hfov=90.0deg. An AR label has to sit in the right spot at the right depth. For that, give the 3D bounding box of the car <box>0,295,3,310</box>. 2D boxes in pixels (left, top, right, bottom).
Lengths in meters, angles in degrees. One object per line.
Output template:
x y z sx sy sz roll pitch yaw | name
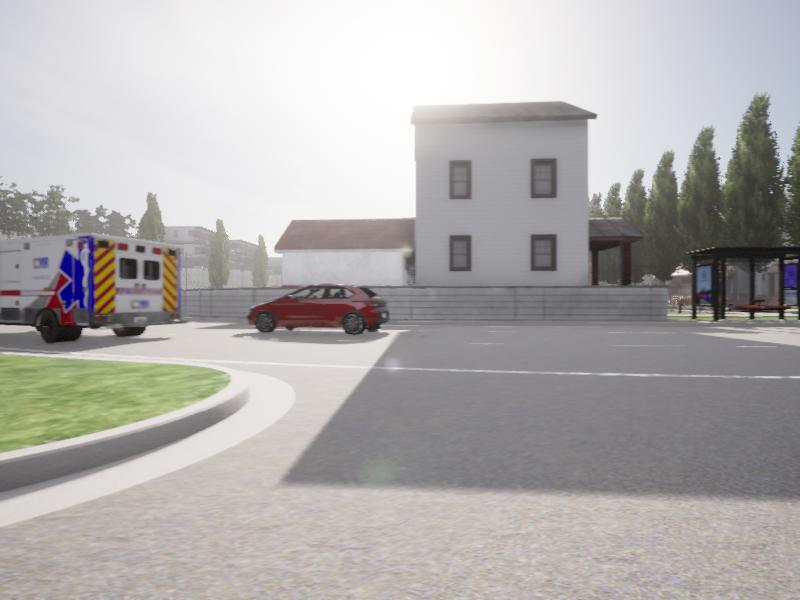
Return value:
-39.047 0.255 35.843 1.812 1.442 4.674 0 0 11 | car

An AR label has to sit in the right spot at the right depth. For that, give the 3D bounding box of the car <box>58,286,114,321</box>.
-16.553 0.163 20.955 1.930 1.638 5.238 0 0 -42 | car

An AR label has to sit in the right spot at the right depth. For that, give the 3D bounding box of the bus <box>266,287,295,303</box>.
-32.489 -1.300 109.286 3.944 4.253 10.273 0 0 5 | bus

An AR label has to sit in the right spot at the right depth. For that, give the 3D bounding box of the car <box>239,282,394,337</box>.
-2.457 0.251 12.109 4.193 1.474 1.816 0 0 14 | car

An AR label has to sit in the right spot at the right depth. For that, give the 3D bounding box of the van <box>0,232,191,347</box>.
-8.937 -0.226 10.665 6.366 2.431 2.351 0 0 21 | van
